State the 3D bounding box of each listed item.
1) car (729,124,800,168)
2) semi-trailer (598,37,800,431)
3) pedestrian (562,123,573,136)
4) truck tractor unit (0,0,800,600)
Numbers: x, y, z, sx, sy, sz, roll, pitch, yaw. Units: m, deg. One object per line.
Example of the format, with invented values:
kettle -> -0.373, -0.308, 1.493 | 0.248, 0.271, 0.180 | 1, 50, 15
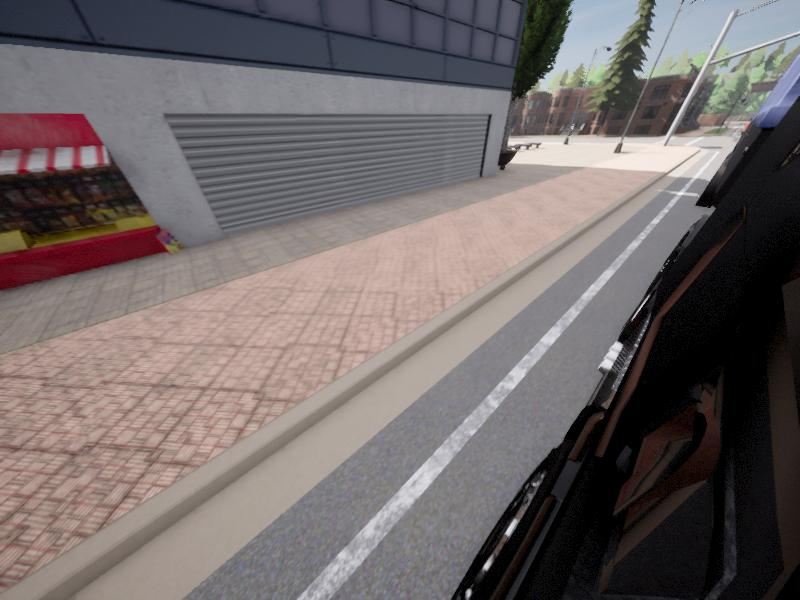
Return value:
car -> 20.235, -8.497, 12.622 | 5.238, 1.638, 1.930 | -28, 43, -30
semi-trailer -> 8.697, -3.576, 4.272 | 14.254, 4.402, 2.717 | -28, 43, -30
pedestrian -> 29.550, -30.028, 40.738 | 0.751, 1.860, 0.751 | -30, 45, -32
truck tractor unit -> 2.645, -0.295, 0.351 | 6.516, 4.208, 3.053 | -28, 44, -30
